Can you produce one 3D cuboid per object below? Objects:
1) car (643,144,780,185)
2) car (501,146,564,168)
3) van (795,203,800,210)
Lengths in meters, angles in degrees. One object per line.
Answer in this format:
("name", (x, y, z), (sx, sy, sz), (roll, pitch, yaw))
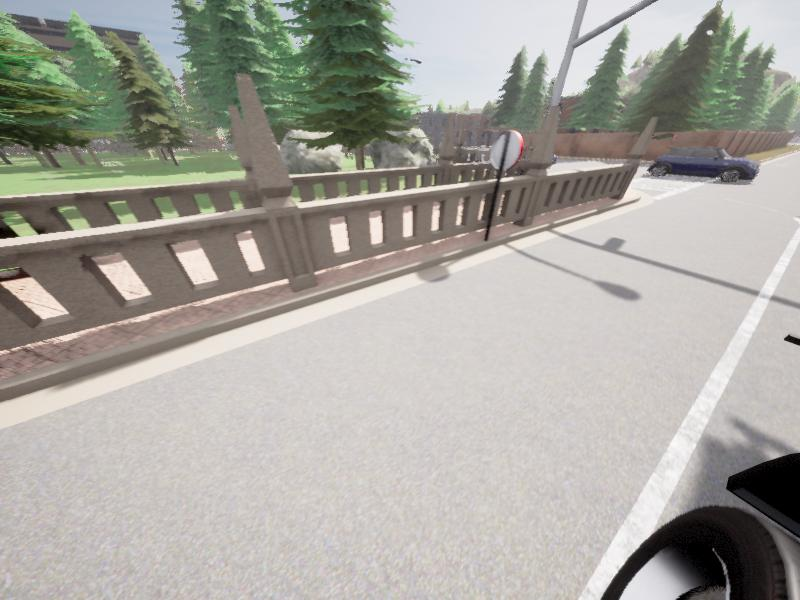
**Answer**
("car", (18.608, -8.423, 14.133), (2.097, 1.767, 4.553), (-24, 41, -29))
("car", (12.337, -13.627, 21.865), (2.007, 1.525, 4.514), (-20, 40, -26))
("van", (12.798, -2.151, 4.743), (2.351, 2.431, 6.366), (28, 45, 27))
